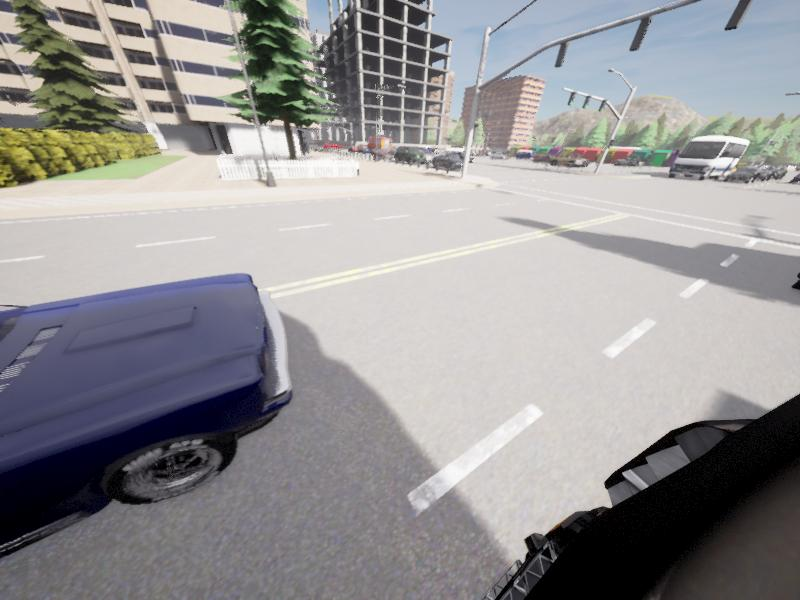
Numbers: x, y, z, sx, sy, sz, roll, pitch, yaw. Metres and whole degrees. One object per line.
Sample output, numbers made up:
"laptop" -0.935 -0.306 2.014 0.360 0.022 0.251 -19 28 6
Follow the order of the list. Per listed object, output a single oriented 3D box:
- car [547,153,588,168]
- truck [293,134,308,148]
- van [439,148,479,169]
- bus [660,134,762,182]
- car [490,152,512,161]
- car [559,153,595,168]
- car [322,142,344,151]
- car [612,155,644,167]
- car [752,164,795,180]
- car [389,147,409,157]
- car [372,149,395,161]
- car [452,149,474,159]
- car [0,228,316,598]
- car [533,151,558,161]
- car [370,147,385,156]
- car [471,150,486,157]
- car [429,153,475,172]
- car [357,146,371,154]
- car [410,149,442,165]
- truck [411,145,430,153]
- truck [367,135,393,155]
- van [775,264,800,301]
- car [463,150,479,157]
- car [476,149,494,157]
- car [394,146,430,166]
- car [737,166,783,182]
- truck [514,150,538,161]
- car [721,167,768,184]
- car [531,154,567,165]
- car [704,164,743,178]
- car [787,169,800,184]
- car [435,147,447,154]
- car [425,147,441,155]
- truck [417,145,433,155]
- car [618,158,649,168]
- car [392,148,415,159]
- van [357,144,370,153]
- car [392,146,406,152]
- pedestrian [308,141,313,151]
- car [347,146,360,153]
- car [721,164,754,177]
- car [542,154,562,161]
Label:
"car" 26.604 -22.306 36.852 1.932 1.855 4.605 -17 38 -26
"truck" -35.770 -56.892 82.801 2.891 3.827 8.468 -17 38 -26
"van" 7.315 -17.972 29.267 2.069 2.038 4.480 -17 38 -26
"bus" 37.121 -16.904 27.645 10.273 4.253 3.944 -16 38 -25
"car" 22.625 -32.179 51.729 1.970 1.475 3.806 -17 38 -26
"car" 29.127 -23.017 38.081 1.905 1.878 3.866 -17 38 -26
"car" -19.786 -45.656 68.623 5.566 2.045 2.150 -17 39 -27
"car" 46.028 -28.054 46.689 1.905 1.878 3.866 -17 38 -26
"car" 52.746 -18.088 32.637 4.553 1.767 2.097 -16 38 -25
"car" -0.342 -32.922 51.406 2.152 1.651 5.027 -17 38 -26
"car" -2.770 -23.706 37.682 1.812 1.442 4.674 -17 38 -26
"car" 14.525 -33.994 53.773 2.242 1.667 4.611 -17 38 -26
"car" -3.224 0.798 1.293 4.718 1.301 1.895 -17 38 -26
"car" 37.158 -36.745 59.047 1.932 1.855 4.605 -17 38 -26
"car" -5.106 -33.668 52.337 1.970 1.475 3.806 -17 38 -26
"car" 22.466 -41.915 66.162 1.784 1.438 3.905 -17 38 -26
"car" 5.658 -15.521 25.984 2.128 1.511 4.902 -17 38 -26
"car" -9.009 -37.435 57.767 1.970 1.475 3.806 -17 38 -26
"car" 3.793 -21.242 34.239 2.242 1.667 4.611 -17 38 -26
"truck" 7.022 -51.925 79.658 6.274 2.098 2.390 -17 38 -26
"truck" -5.140 -38.562 57.507 2.891 3.827 8.468 -17 38 -26
"van" 9.727 -1.035 4.251 4.442 1.987 1.775 -16 38 -25
"car" 19.968 -41.149 64.914 1.970 1.475 3.806 -17 38 -26
"car" 24.762 -42.801 67.253 1.932 1.855 4.605 -17 38 -26
"car" 1.431 -19.873 31.707 2.150 2.045 5.566 -17 38 -26
"car" 45.914 -16.075 29.446 4.902 1.511 2.128 -16 38 -25
"truck" 30.105 -34.694 55.361 2.069 2.038 4.478 -17 38 -26
"car" 38.863 -14.105 26.066 4.892 1.490 1.837 -16 38 -25
"car" 28.206 -26.715 43.946 2.033 1.415 5.357 -17 38 -26
"car" 45.738 -18.266 32.673 5.008 1.535 1.882 -16 38 -25
"car" 49.735 -14.952 27.919 4.856 1.649 2.033 -16 38 -25
"car" 15.089 -55.484 85.696 3.866 1.878 1.905 -17 38 -26
"car" 9.376 -42.372 65.608 1.932 1.855 4.605 -17 38 -26
"truck" 6.919 -41.676 64.240 2.069 2.038 4.478 -17 38 -26
"car" 48.521 -28.590 48.080 1.970 1.475 3.806 -17 38 -26
"car" 0.618 -28.163 44.364 1.930 1.638 5.238 -17 38 -26
"van" -10.344 -42.829 65.177 1.775 1.987 4.442 -17 38 -26
"car" -0.401 -55.927 85.642 4.611 1.667 2.242 -17 38 -26
"pedestrian" -22.254 -38.265 57.398 0.751 1.860 0.751 -19 39 -29
"car" -12.607 -40.941 62.752 1.970 1.475 3.806 -17 38 -26
"car" 52.363 -20.123 35.838 3.988 1.617 1.851 -16 38 -25
"car" 39.680 -37.280 60.386 1.784 1.438 3.905 -17 38 -26
